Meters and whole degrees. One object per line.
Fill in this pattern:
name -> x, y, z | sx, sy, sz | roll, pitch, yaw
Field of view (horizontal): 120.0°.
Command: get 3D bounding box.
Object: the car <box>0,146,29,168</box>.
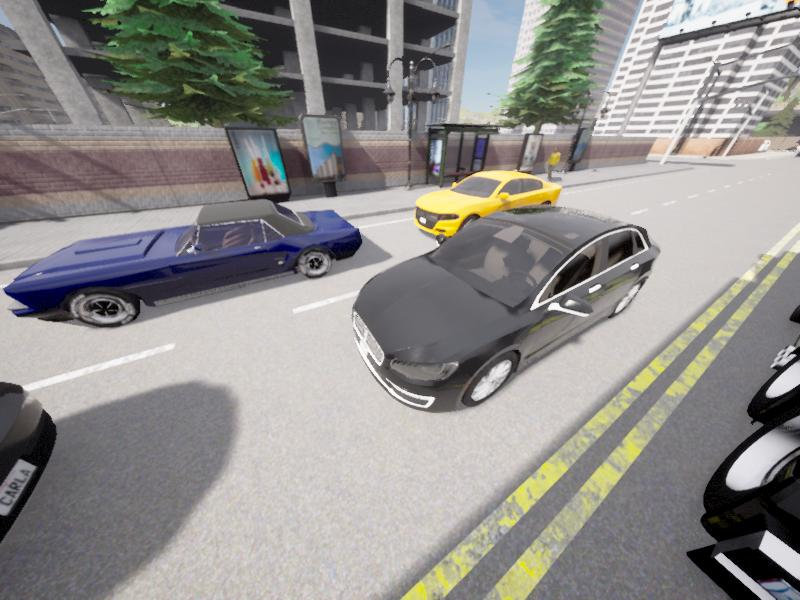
car -> -37.123, -12.859, 20.776 | 1.882, 1.535, 5.008 | -18, 39, -25

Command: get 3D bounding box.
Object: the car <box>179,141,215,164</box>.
car -> -21.161, -15.623, 24.297 | 1.905, 1.878, 3.866 | -18, 39, -24

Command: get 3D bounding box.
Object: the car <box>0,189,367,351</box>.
car -> -3.220, -1.008, 4.288 | 4.718, 1.301, 1.895 | -18, 39, -24

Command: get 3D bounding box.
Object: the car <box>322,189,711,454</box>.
car -> 1.733, -0.399, 3.271 | 4.892, 1.490, 1.837 | -18, 39, -24

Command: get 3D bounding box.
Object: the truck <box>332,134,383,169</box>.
truck -> -3.992, -13.778, 21.298 | 2.615, 2.467, 5.204 | -18, 39, -24

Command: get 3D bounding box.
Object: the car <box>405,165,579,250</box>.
car -> 2.784, -3.071, 7.072 | 5.008, 1.535, 1.882 | -18, 39, -24

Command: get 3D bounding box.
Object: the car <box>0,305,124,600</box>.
car -> -4.509, 1.645, 0.300 | 4.892, 1.490, 1.837 | -18, 39, -24

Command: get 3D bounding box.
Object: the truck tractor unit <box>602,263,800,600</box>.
truck tractor unit -> 5.114, -0.295, 0.793 | 6.516, 4.208, 3.053 | -18, 39, -24

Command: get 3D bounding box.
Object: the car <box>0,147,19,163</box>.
car -> -43.714, -15.278, 24.354 | 1.994, 1.385, 4.181 | -18, 39, -25

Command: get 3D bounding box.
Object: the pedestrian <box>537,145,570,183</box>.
pedestrian -> 8.860, -7.878, 13.416 | 0.751, 1.860, 0.751 | -16, 38, -22

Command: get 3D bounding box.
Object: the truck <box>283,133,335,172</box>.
truck -> -7.722, -12.553, 19.518 | 2.615, 2.467, 5.204 | -18, 39, -24

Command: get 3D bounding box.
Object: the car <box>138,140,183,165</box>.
car -> -23.706, -14.788, 23.082 | 1.905, 1.878, 3.866 | -18, 39, -24

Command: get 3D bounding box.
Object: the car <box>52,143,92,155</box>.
car -> -53.234, -24.615, 37.614 | 2.007, 1.525, 4.514 | -18, 39, -25

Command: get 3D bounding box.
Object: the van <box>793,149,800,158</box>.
van -> 66.279, -24.276, 36.970 | 5.915, 2.561, 1.988 | -18, 39, -24

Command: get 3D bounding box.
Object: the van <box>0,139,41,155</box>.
van -> -61.061, -24.575, 37.045 | 1.775, 1.987, 4.442 | -18, 39, -25
